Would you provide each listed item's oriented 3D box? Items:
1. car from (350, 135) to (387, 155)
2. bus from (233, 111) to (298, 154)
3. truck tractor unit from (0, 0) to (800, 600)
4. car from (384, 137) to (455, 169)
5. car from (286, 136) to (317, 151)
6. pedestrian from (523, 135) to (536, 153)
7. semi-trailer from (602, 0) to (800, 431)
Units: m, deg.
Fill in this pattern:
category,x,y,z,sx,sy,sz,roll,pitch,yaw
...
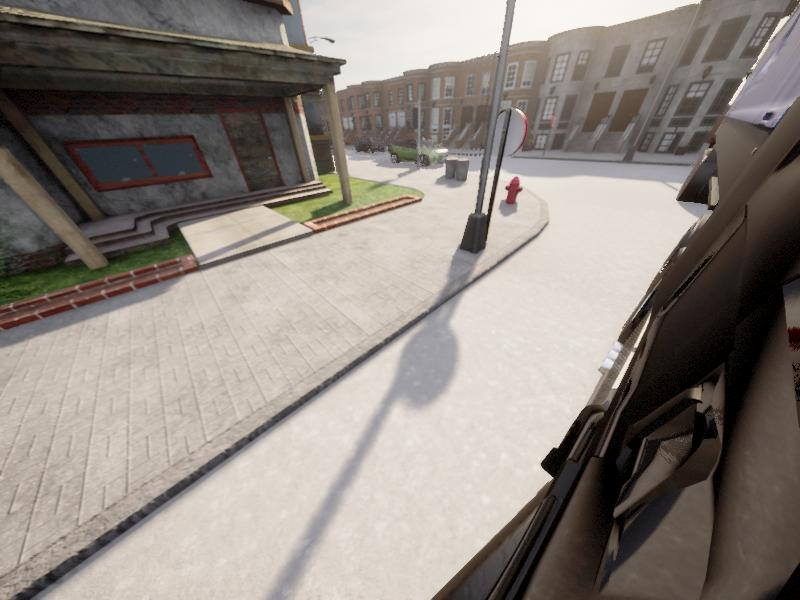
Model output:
category,x,y,z,sx,sy,sz,roll,pitch,yaw
car,-3.282,-16.257,24.201,1.845,1.501,3.633,-31,45,-32
bus,-19.051,-23.490,32.592,3.944,4.253,10.273,-31,45,-32
truck tractor unit,2.645,-0.295,0.351,6.516,4.208,3.053,-28,44,-30
car,1.214,-10.063,15.676,2.007,1.525,4.514,-31,45,-32
car,-14.586,-23.122,34.024,1.801,1.575,5.366,-31,45,-32
pedestrian,10.183,-12.287,18.183,0.500,1.100,0.500,30,48,36
semi-trailer,8.455,-3.772,4.437,14.254,4.402,2.717,-31,45,-32
